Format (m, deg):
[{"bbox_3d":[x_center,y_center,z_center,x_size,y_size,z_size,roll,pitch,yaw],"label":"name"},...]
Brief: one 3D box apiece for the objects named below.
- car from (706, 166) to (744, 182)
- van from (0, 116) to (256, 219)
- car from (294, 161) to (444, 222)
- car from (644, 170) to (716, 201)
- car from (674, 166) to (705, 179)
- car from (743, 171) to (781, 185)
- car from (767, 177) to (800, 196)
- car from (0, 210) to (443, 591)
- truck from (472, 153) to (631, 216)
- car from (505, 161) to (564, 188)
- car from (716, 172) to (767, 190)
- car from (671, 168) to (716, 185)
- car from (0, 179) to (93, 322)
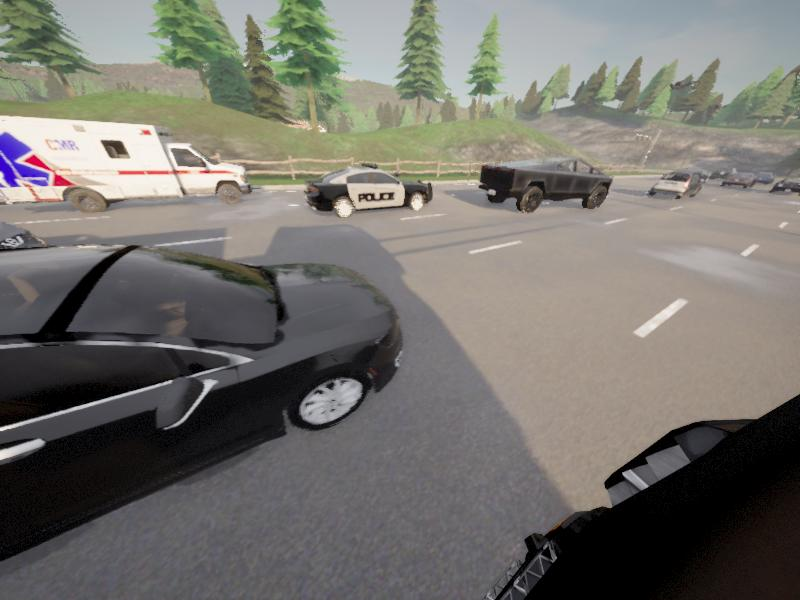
[{"bbox_3d":[47.385,-18.460,33.689,4.553,1.767,2.097,-17,38,-28],"label":"car"},{"bbox_3d":[-9.121,-4.667,8.134,6.366,2.431,2.351,-16,38,-26],"label":"van"},{"bbox_3d":[-1.047,-4.425,9.074,5.238,1.638,1.930,-16,38,-26],"label":"car"},{"bbox_3d":[19.458,-8.048,16.086,3.988,1.617,1.851,-16,38,-26],"label":"car"},{"bbox_3d":[45.653,-20.201,36.433,4.514,1.525,2.007,-20,40,-30],"label":"car"},{"bbox_3d":[48.818,-16.449,31.146,4.181,1.385,1.994,-17,38,-27],"label":"car"},{"bbox_3d":[37.013,-10.716,21.688,4.718,1.301,1.895,-16,38,-26],"label":"car"},{"bbox_3d":[-2.281,0.454,1.747,4.892,1.490,1.837,-15,38,-26],"label":"car"},{"bbox_3d":[6.922,-5.484,10.845,6.274,2.098,2.390,-10,35,-18],"label":"truck"},{"bbox_3d":[10.706,-10.010,18.402,3.988,1.617,1.851,-16,38,-26],"label":"car"},{"bbox_3d":[37.079,-13.008,25.064,5.357,1.411,2.033,-16,38,-26],"label":"car"},{"bbox_3d":[34.297,-14.505,26.988,5.008,1.535,1.882,-16,38,-26],"label":"car"},{"bbox_3d":[-7.109,-0.409,2.666,3.633,1.501,1.845,-16,38,-26],"label":"car"}]
